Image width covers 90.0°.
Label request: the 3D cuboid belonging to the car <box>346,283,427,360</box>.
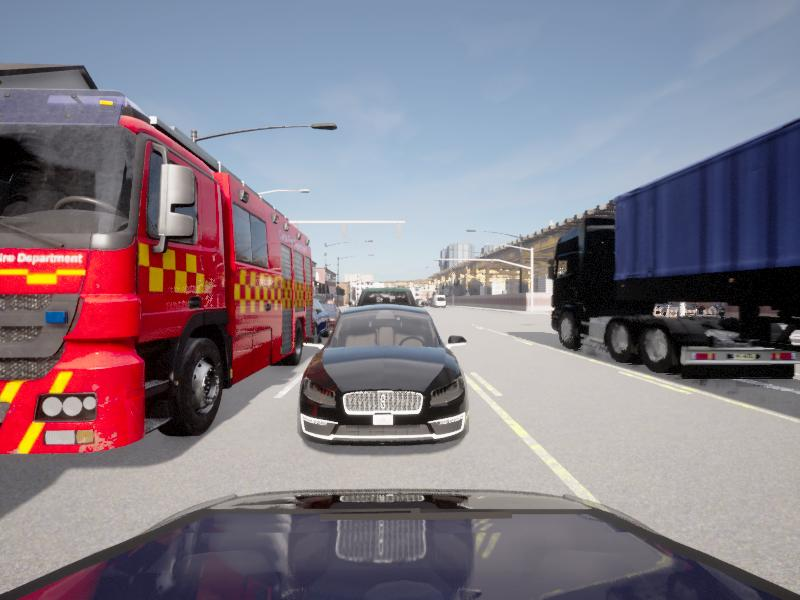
[{"bbox_3d":[-0.444,0.568,13.466,2.150,2.045,5.566,0,0,-2],"label":"car"}]

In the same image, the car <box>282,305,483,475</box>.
[{"bbox_3d":[-0.220,0.845,6.104,1.837,1.490,4.892,0,0,-2],"label":"car"}]

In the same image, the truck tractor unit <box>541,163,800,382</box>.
[{"bbox_3d":[6.644,-0.520,10.990,3.053,4.208,6.516,0,0,-2],"label":"truck tractor unit"}]

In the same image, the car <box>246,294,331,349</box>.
[{"bbox_3d":[-3.999,0.694,15.235,2.097,1.767,4.553,0,0,-2],"label":"car"}]

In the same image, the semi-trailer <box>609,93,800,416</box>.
[{"bbox_3d":[6.893,-0.621,3.076,2.717,4.402,14.254,0,0,-2],"label":"semi-trailer"}]

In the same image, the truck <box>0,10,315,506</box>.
[{"bbox_3d":[-3.763,-0.320,7.296,2.891,3.827,8.468,0,0,-2],"label":"truck"}]

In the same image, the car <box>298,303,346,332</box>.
[{"bbox_3d":[-4.249,0.897,22.560,2.033,1.411,5.357,0,0,-4],"label":"car"}]

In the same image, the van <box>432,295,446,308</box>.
[{"bbox_3d":[7.981,0.301,82.183,1.988,2.561,5.915,0,0,-2],"label":"van"}]
